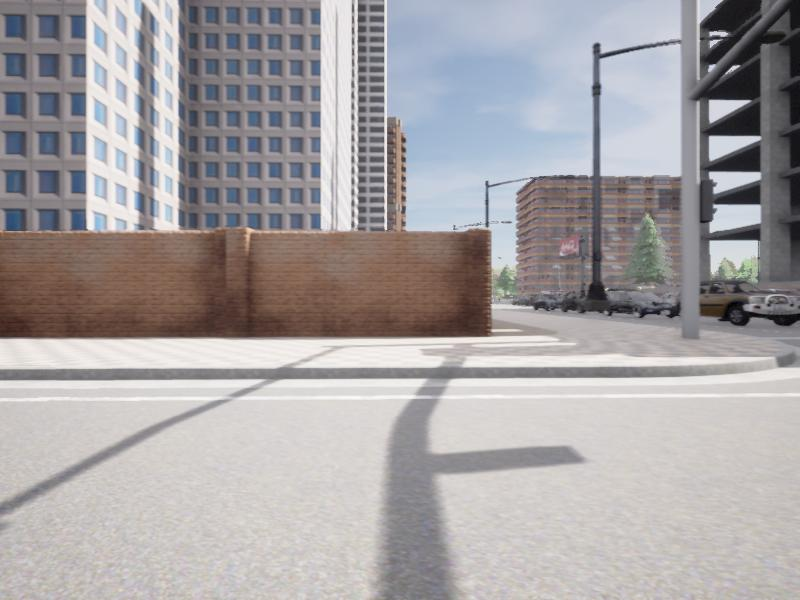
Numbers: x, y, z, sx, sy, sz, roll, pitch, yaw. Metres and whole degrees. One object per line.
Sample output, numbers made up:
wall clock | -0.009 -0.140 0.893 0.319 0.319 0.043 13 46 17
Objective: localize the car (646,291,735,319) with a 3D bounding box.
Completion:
car | 16.788 0.264 23.473 1.812 1.442 4.674 0 0 -1

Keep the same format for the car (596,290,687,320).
car | 13.304 0.246 22.514 2.163 1.488 4.792 0 0 -1

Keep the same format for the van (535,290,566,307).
van | 23.237 -0.235 62.069 2.351 2.431 6.366 0 0 -1

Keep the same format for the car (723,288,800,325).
car | 16.883 0.249 17.761 1.970 1.475 3.806 0 0 -1

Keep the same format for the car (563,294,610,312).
car | 16.610 0.237 35.940 1.837 1.490 4.892 0 0 -1

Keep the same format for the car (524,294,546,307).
car | 19.782 0.034 58.769 1.905 1.878 3.866 0 0 -1

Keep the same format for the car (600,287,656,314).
car | 16.701 0.039 29.550 1.905 1.878 3.866 0 0 -1

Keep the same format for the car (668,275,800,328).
car | 13.431 0.048 16.364 1.932 1.855 4.605 0 0 1

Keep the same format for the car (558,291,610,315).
car | 13.206 0.182 28.962 1.851 1.617 3.988 0 0 -1

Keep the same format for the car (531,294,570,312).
car | 13.123 0.247 35.141 1.816 1.474 4.193 0 0 -1
